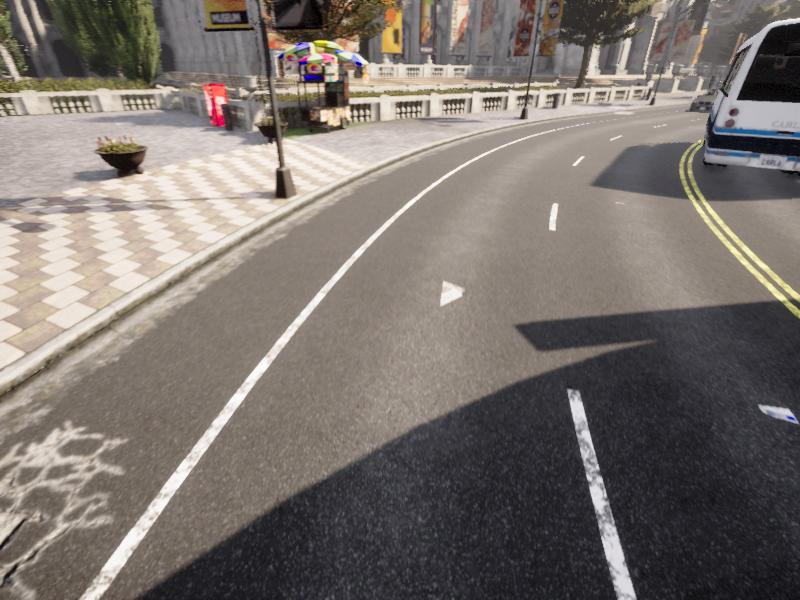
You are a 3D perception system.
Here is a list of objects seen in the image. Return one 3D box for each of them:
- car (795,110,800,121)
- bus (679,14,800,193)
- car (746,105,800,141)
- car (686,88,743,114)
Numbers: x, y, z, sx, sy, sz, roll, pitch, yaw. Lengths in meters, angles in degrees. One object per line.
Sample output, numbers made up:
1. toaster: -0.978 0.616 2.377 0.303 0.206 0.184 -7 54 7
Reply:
1. car: 30.383 -13.911 28.596 3.866 1.878 1.905 -22 37 -34
2. bus: 13.518 -7.298 14.588 3.944 4.253 10.273 19 35 28
3. car: 21.018 -9.791 21.944 4.718 1.301 1.895 -24 38 -36
4. car: 26.522 -16.815 33.722 4.611 1.667 2.242 -22 37 -33
